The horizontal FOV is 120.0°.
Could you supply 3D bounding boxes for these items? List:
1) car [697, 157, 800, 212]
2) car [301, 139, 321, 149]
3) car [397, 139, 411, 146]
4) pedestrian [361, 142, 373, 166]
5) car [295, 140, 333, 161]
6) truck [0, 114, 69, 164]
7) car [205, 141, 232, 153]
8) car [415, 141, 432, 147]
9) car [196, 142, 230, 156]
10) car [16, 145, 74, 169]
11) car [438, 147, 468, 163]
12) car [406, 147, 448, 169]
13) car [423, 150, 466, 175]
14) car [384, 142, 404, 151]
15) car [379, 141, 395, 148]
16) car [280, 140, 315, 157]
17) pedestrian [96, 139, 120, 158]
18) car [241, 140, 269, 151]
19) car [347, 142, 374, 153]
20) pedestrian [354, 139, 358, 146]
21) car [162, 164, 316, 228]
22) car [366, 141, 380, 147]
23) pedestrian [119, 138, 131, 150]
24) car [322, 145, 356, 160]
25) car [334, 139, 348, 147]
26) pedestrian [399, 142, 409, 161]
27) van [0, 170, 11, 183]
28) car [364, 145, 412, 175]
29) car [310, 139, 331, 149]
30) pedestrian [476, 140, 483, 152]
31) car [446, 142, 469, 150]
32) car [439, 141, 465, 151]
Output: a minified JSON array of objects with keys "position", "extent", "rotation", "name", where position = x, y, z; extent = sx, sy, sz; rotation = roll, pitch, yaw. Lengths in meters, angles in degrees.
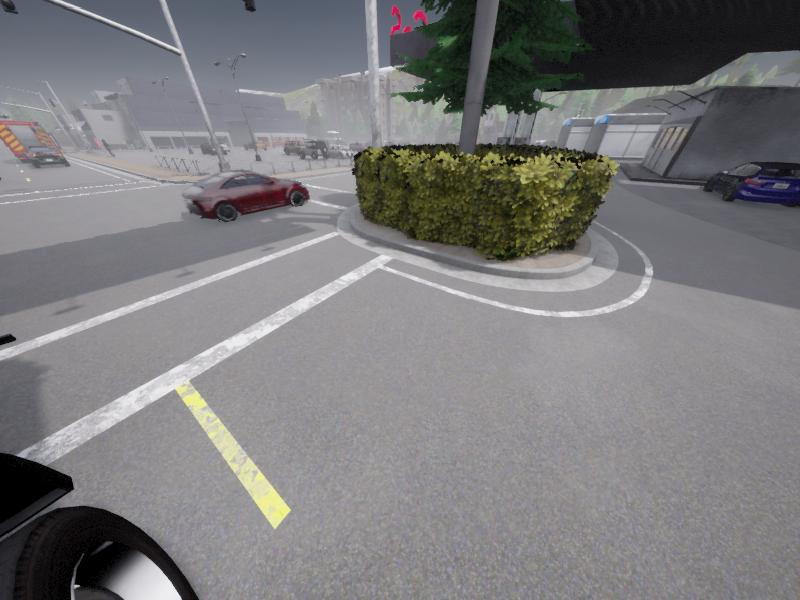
[{"position":[17.423,-5.821,11.299],"extent":[2.242,1.667,4.611],"rotation":[22,41,28],"name":"car"},{"position":[-19.901,-35.113,51.926],"extent":[3.866,1.878,1.905],"rotation":[22,41,28],"name":"car"},{"position":[1.370,-53.646,78.789],"extent":[4.605,1.855,1.932],"rotation":[22,40,27],"name":"car"},{"position":[-3.200,-14.152,22.395],"extent":[0.751,1.860,0.751],"rotation":[22,41,28],"name":"pedestrian"},{"position":[-10.164,-17.688,27.256],"extent":[3.866,1.878,1.905],"rotation":[22,41,28],"name":"car"},{"position":[-38.715,-16.620,23.921],"extent":[8.468,3.827,2.891],"rotation":[22,41,28],"name":"truck"},{"position":[-30.616,-25.836,38.951],"extent":[3.806,1.475,1.970],"rotation":[22,41,28],"name":"car"},{"position":[7.703,-50.975,75.388],"extent":[4.792,1.488,2.163],"rotation":[22,40,27],"name":"car"},{"position":[-26.925,-21.719,33.247],"extent":[4.514,1.523,2.007],"rotation":[22,41,28],"name":"car"},{"position":[-31.419,-12.710,20.411],"extent":[4.974,1.542,2.038],"rotation":[22,41,28],"name":"car"},{"position":[6.481,-17.609,28.011],"extent":[1.970,1.475,3.806],"rotation":[22,41,28],"name":"car"},{"position":[2.838,-14.706,23.733],"extent":[2.033,1.649,4.856],"rotation":[22,41,28],"name":"car"},{"position":[3.910,-12.022,20.062],"extent":[1.816,1.474,4.193],"rotation":[22,41,28],"name":"car"},{"position":[-1.295,-31.964,48.006],"extent":[3.633,1.501,1.845],"rotation":[22,41,28],"name":"car"},{"position":[-3.461,-41.203,61.220],"extent":[3.806,1.475,1.970],"rotation":[22,41,28],"name":"car"},{"position":[-14.742,-21.829,33.139],"extent":[4.605,1.855,1.932],"rotation":[22,41,28],"name":"car"},{"position":[-34.583,-18.016,27.393],"extent":[0.751,1.860,0.751],"rotation":[8,36,10],"name":"pedestrian"},{"position":[-27.214,-29.028,43.370],"extent":[5.027,1.636,2.152],"rotation":[22,41,28],"name":"car"},{"position":[-7.040,-27.292,41.296],"extent":[4.514,1.523,2.007],"rotation":[22,41,28],"name":"car"},{"position":[-14.051,-50.278,73.581],"extent":[0.751,1.860,0.751],"rotation":[11,36,14],"name":"pedestrian"},{"position":[-5.708,-4.181,8.848],"extent":[1.994,1.385,4.181],"rotation":[23,41,27],"name":"car"},{"position":[-7.847,-45.077,66.670],"extent":[3.633,1.501,1.845],"rotation":[22,41,28],"name":"car"},{"position":[-53.450,-30.296,44.939],"extent":[0.751,1.860,0.751],"rotation":[29,44,34],"name":"pedestrian"},{"position":[-7.763,-18.818,29.370],"extent":[3.806,1.475,1.970],"rotation":[22,41,28],"name":"car"},{"position":[-18.772,-50.132,73.639],"extent":[1.905,1.878,3.866],"rotation":[22,41,28],"name":"car"},{"position":[0.467,-17.194,26.740],"extent":[0.751,1.860,0.751],"rotation":[22,41,28],"name":"pedestrian"},{"position":[-25.620,-8.099,13.448],"extent":[4.480,2.038,2.069],"rotation":[22,41,26],"name":"van"},{"position":[-0.881,-11.790,19.339],"extent":[1.905,1.878,3.866],"rotation":[22,41,28],"name":"car"},{"position":[-18.579,-36.601,54.083],"extent":[4.605,1.855,1.932],"rotation":[22,41,28],"name":"car"},{"position":[15.149,-29.253,43.962],"extent":[0.751,1.860,0.751],"rotation":[22,41,28],"name":"pedestrian"},{"position":[13.522,-36.471,54.543],"extent":[4.514,1.523,2.007],"rotation":[22,41,28],"name":"car"},{"position":[11.772,-34.985,52.404],"extent":[5.027,1.636,2.152],"rotation":[22,41,28],"name":"car"}]
